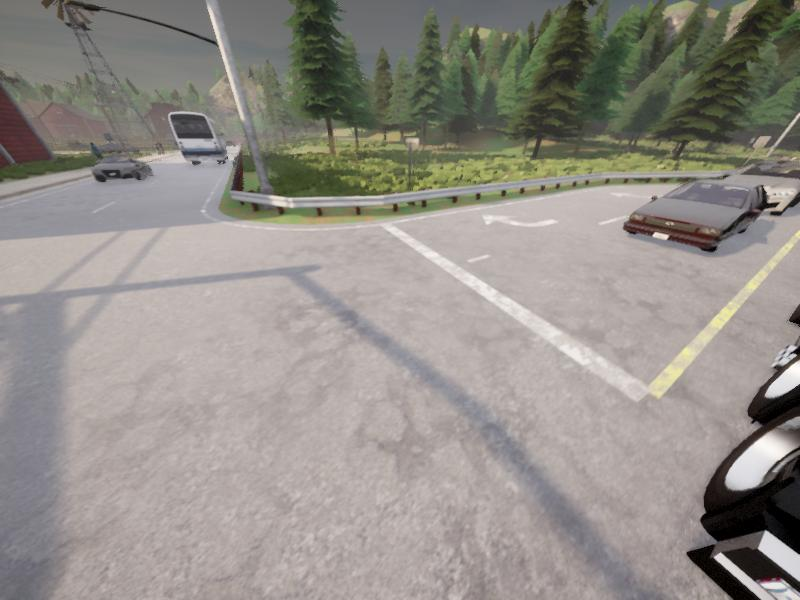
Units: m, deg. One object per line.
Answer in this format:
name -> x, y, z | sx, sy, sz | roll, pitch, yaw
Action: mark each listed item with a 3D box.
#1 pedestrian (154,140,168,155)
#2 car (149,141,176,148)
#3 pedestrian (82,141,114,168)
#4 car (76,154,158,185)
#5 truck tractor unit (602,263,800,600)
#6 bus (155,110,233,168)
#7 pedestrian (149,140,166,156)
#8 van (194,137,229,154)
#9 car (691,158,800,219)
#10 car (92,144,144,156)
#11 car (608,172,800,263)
pedestrian -> -36.546, -23.313, 35.291 | 0.751, 1.860, 0.751 | -22, 40, -29
car -> -68.444, -44.988, 66.762 | 5.008, 1.535, 1.882 | -17, 39, -24
pedestrian -> -25.843, -12.476, 19.797 | 0.751, 1.860, 0.751 | -18, 39, -24
car -> -18.050, -8.624, 15.074 | 1.994, 1.385, 4.181 | -17, 38, -24
truck tractor unit -> 5.110, -0.301, 0.789 | 6.516, 4.208, 3.053 | -18, 39, -24
bus -> -21.650, -17.525, 25.332 | 3.944, 4.253, 10.273 | -17, 39, -24
pedestrian -> -35.409, -22.224, 33.735 | 0.751, 1.860, 0.751 | 11, 36, 14
van -> -34.138, -27.972, 41.845 | 6.366, 2.431, 2.351 | 23, 40, 29
car -> 15.073, -4.785, 9.588 | 4.611, 1.667, 2.242 | -18, 39, -24
car -> -45.178, -24.268, 37.217 | 4.792, 1.488, 2.163 | -18, 39, -25
car -> 8.910, -2.682, 6.735 | 5.357, 1.411, 2.033 | -18, 39, -24
